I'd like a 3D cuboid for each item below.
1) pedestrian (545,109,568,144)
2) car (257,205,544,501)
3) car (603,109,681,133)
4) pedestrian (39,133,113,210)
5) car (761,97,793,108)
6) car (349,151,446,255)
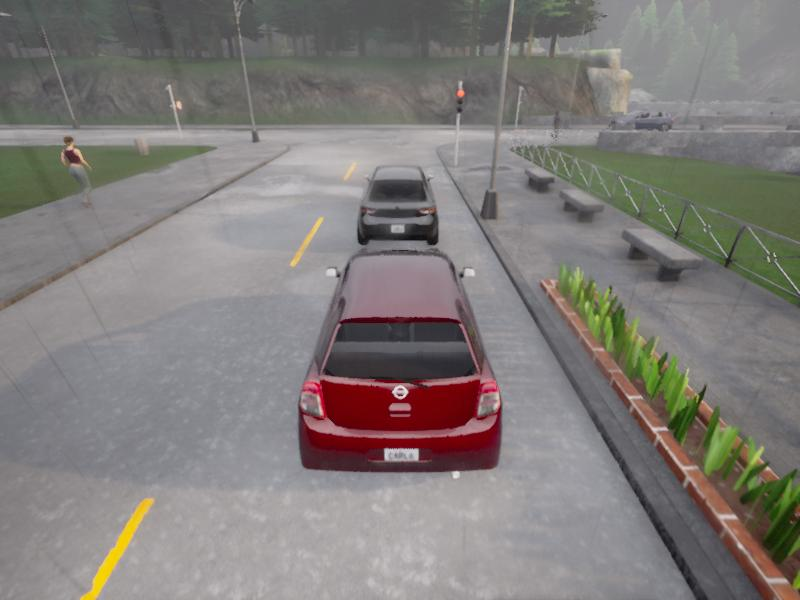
[{"bbox_3d":[9.312,-10.340,23.887,0.751,1.860,0.751,0,28,0],"label":"pedestrian"},{"bbox_3d":[0.001,0.132,4.527,1.845,1.501,3.633,0,28,0],"label":"car"},{"bbox_3d":[19.425,-14.486,32.305,4.611,1.667,2.242,0,28,0],"label":"car"},{"bbox_3d":[-8.634,-3.450,10.742,0.751,1.860,0.751,2,28,5],"label":"pedestrian"},{"bbox_3d":[75.052,-39.406,79.700,3.866,1.878,1.905,0,28,0],"label":"car"},{"bbox_3d":[-0.036,-2.558,9.727,1.816,1.474,4.193,0,28,0],"label":"car"}]
